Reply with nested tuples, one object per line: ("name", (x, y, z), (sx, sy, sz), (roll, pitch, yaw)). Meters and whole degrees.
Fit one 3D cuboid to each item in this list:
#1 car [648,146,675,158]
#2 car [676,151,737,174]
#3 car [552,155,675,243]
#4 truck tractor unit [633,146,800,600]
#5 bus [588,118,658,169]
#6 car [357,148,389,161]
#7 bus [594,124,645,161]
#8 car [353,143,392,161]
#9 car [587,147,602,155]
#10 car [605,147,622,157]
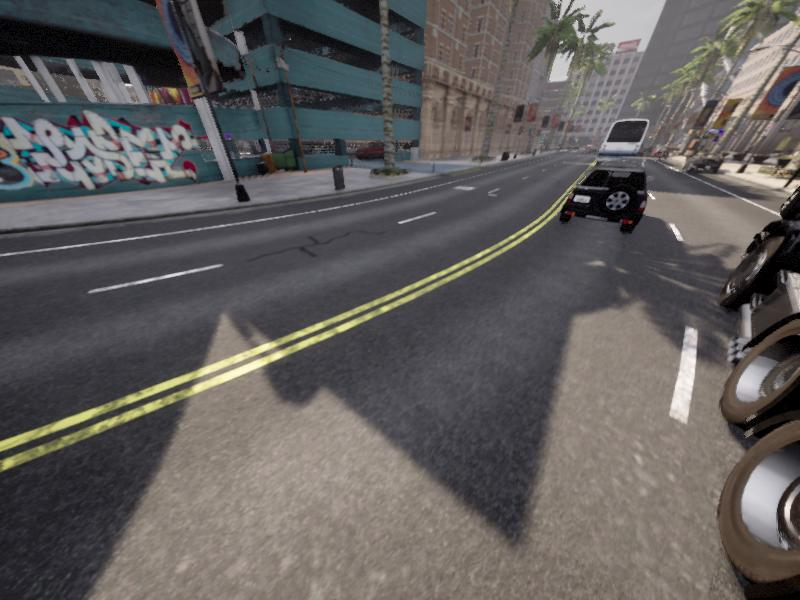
("car", (46.201, -26.251, 40.891), (2.185, 1.767, 4.553), (23, 41, 30))
("car", (28.425, -12.945, 21.659), (2.231, 1.521, 4.892), (23, 41, 30))
("car", (7.120, -3.677, 7.808), (1.932, 1.855, 4.605), (26, 42, 32))
("truck tractor unit", (4.894, -0.471, 1.042), (6.516, 4.208, 3.053), (-26, 42, -33))
("bus", (26.217, -18.684, 27.650), (3.944, 4.253, 10.273), (23, 41, 30))
("car", (-3.876, -21.553, 34.160), (2.007, 1.523, 4.514), (23, 41, 30))
("bus", (34.518, -24.860, 36.667), (3.944, 4.253, 10.273), (23, 40, 30))
("car", (-3.912, -21.850, 33.901), (2.435, 2.045, 5.566), (23, 41, 30))
("car", (44.046, -33.853, 52.363), (1.994, 1.385, 4.181), (24, 41, 31))
("car", (45.613, -31.755, 49.339), (2.152, 1.651, 5.027), (24, 41, 31))
